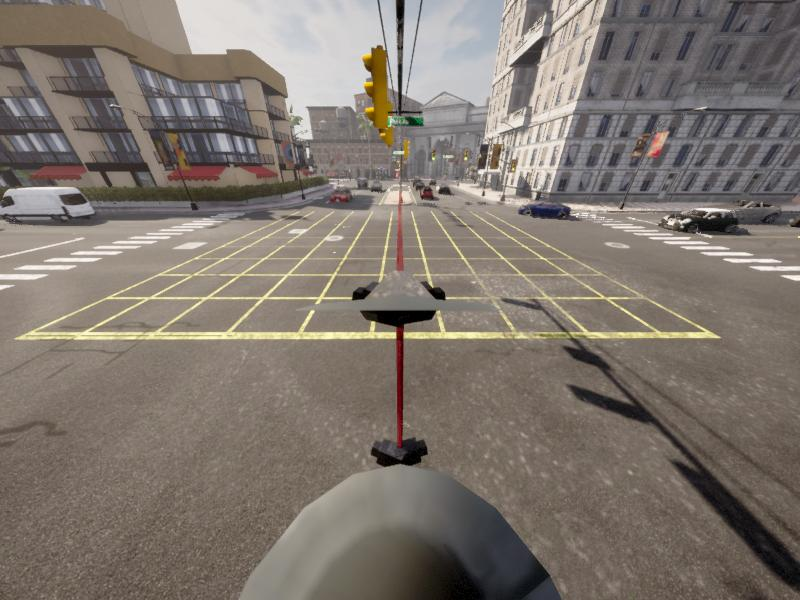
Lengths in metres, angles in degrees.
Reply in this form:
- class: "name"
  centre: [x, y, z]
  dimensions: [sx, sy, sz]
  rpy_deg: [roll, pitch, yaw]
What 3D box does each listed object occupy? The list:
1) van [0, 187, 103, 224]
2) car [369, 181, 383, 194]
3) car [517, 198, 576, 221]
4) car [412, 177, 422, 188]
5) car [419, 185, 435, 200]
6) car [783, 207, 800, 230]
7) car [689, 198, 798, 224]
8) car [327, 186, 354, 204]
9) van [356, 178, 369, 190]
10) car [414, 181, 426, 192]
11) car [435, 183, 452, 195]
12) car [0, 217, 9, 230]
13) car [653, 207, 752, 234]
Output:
- class: "van"
  centre: [-29.218, -7.753, 18.897]
  dimensions: [5.915, 2.561, 1.988]
  rpy_deg: [0, 30, 0]
- class: "car"
  centre: [-4.166, -20.175, 41.308]
  dimensions: [1.930, 1.638, 5.238]
  rpy_deg: [0, 30, 0]
- class: "car"
  centre: [13.151, -8.293, 21.001]
  dimensions: [4.181, 1.385, 1.994]
  rpy_deg: [14, 33, 23]
- class: "car"
  centre: [3.855, -26.685, 52.355]
  dimensions: [1.932, 1.855, 4.605]
  rpy_deg: [0, 31, 0]
- class: "car"
  centre: [3.812, -15.818, 33.795]
  dimensions: [1.851, 1.617, 3.988]
  rpy_deg: [0, 30, 0]
- class: "car"
  centre: [30.877, -5.804, 16.170]
  dimensions: [3.866, 1.878, 1.905]
  rpy_deg: [0, 30, 0]
- class: "car"
  centre: [28.321, -7.434, 19.257]
  dimensions: [5.027, 1.651, 2.152]
  rpy_deg: [0, 30, 0]
- class: "car"
  centre: [-7.675, -13.775, 30.196]
  dimensions: [2.242, 1.667, 4.611]
  rpy_deg: [0, 30, 0]
- class: "van"
  centre: [-7.647, -23.766, 47.185]
  dimensions: [1.775, 1.987, 4.442]
  rpy_deg: [0, 30, 0]
- class: "car"
  centre: [3.844, -21.851, 44.357]
  dimensions: [1.837, 1.490, 4.892]
  rpy_deg: [0, 30, 0]
- class: "car"
  centre: [7.329, -19.096, 39.551]
  dimensions: [2.038, 1.542, 4.974]
  rpy_deg: [0, 30, 0]
- class: "car"
  centre: [-32.101, -5.502, 16.141]
  dimensions: [5.357, 1.411, 2.033]
  rpy_deg: [0, 30, 0]
- class: "car"
  centre: [21.024, -5.612, 16.248]
  dimensions: [3.806, 1.475, 1.970]
  rpy_deg: [0, 30, 0]
